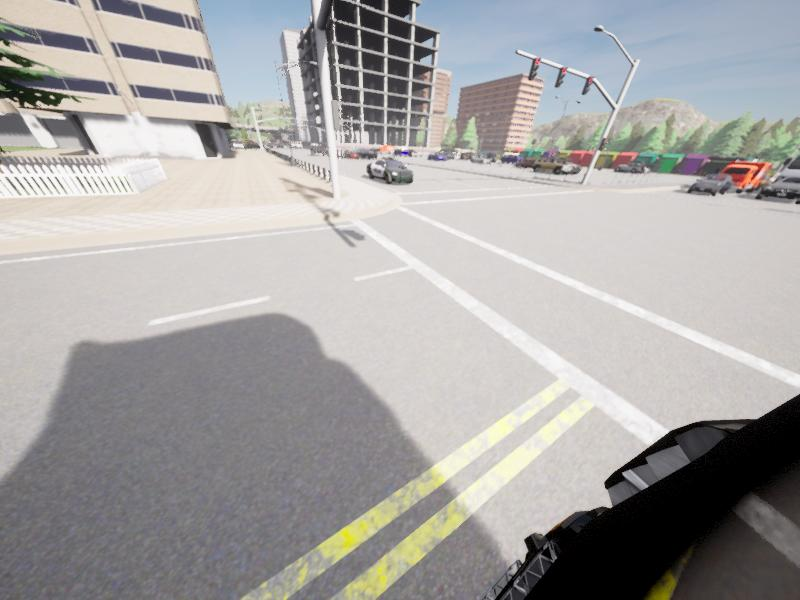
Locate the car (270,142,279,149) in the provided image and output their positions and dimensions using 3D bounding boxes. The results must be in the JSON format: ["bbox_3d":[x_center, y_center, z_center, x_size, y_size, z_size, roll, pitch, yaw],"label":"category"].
[{"bbox_3d":[-41.153,-50.530,75.648,2.033,1.649,4.856,-15,38,-26],"label":"car"}]

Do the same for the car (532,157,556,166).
[{"bbox_3d":[32.921,-31.724,52.916,1.784,1.438,3.905,-15,38,-26],"label":"car"}]

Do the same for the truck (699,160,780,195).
[{"bbox_3d":[31.689,-11.495,21.601,5.204,2.467,2.627,-15,37,-25],"label":"truck"}]

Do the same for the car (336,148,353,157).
[{"bbox_3d":[-12.500,-33.242,51.988,2.033,1.411,5.357,-15,38,-26],"label":"car"}]

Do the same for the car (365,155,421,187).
[{"bbox_3d":[-0.718,-9.651,17.125,2.038,1.542,4.974,-15,38,-25],"label":"car"}]

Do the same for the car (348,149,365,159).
[{"bbox_3d":[-8.924,-29.647,46.789,1.812,1.442,4.674,-16,38,-26],"label":"car"}]

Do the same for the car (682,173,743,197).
[{"bbox_3d":[25.701,-9.530,19.013,3.633,1.501,1.845,-15,37,-25],"label":"car"}]

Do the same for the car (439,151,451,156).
[{"bbox_3d":[17.845,-57.603,91.013,4.193,1.474,1.816,-16,38,-26],"label":"car"}]

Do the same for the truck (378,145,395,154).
[{"bbox_3d":[-4.753,-51.687,79.400,5.204,2.467,2.627,-16,38,-26],"label":"truck"}]

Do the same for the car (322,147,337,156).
[{"bbox_3d":[-15.258,-32.127,50.041,1.812,1.442,4.674,-15,38,-26],"label":"car"}]

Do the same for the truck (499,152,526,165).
[{"bbox_3d":[23.254,-29.323,47.975,2.069,2.038,4.478,-15,38,-26],"label":"truck"}]

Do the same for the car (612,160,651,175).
[{"bbox_3d":[38.979,-22.508,39.081,1.905,1.878,3.866,-15,38,-26],"label":"car"}]

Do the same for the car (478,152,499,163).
[{"bbox_3d":[20.117,-32.420,52.588,1.905,1.878,3.866,-15,38,-26],"label":"car"}]

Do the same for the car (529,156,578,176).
[{"bbox_3d":[19.366,-17.133,29.413,1.932,1.855,4.605,-15,38,-26],"label":"car"}]

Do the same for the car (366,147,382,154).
[{"bbox_3d":[-8.406,-48.151,74.407,4.892,1.490,1.837,-16,38,-26],"label":"car"}]

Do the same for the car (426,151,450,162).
[{"bbox_3d":[7.650,-28.873,46.551,2.242,1.667,4.611,-15,38,-26],"label":"car"}]

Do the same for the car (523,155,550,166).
[{"bbox_3d":[30.377,-31.238,51.600,1.932,1.855,4.605,-15,38,-26],"label":"car"}]

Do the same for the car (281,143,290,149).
[{"bbox_3d":[-38.977,-52.193,78.438,1.851,1.617,3.988,-15,38,-26],"label":"car"}]

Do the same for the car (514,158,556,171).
[{"bbox_3d":[21.111,-21.462,36.522,2.033,1.415,5.357,-15,38,-26],"label":"car"}]

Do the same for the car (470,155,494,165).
[{"bbox_3d":[15.699,-26.951,44.406,1.970,1.475,3.806,-15,38,-26],"label":"car"}]

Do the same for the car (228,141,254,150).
[{"bbox_3d":[-38.313,-37.290,55.804,4.974,1.542,2.038,-16,38,-26],"label":"car"}]

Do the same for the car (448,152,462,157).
[{"bbox_3d":[20.316,-53.829,85.539,4.902,1.511,2.128,-16,38,-26],"label":"car"}]

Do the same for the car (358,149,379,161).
[{"bbox_3d":[-5.724,-26.465,42.144,1.882,1.535,5.008,-16,38,-26],"label":"car"}]

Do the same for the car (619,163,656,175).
[{"bbox_3d":[41.495,-22.995,40.450,1.970,1.475,3.806,-15,38,-26],"label":"car"}]

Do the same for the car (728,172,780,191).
[{"bbox_3d":[38.241,-12.814,24.916,5.366,1.575,1.801,-14,37,-24],"label":"car"}]

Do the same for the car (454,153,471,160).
[{"bbox_3d":[15.843,-36.576,58.912,1.784,1.438,3.905,-15,38,-26],"label":"car"}]

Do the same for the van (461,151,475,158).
[{"bbox_3d":[24.798,-53.101,84.255,4.480,2.038,2.069,-16,38,-26],"label":"van"}]

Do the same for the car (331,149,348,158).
[{"bbox_3d":[-11.819,-28.598,45.110,1.895,1.301,4.718,-16,38,-26],"label":"car"}]

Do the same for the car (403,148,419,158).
[{"bbox_3d":[2.757,-37.238,58.504,1.932,1.855,4.605,-15,38,-26],"label":"car"}]

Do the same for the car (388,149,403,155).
[{"bbox_3d":[-1.616,-49.954,77.878,4.611,1.667,2.242,-16,38,-26],"label":"car"}]

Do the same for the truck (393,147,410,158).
[{"bbox_3d":[0.275,-36.589,57.157,2.069,2.038,4.478,-15,38,-26],"label":"truck"}]

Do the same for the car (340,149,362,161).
[{"bbox_3d":[-8.675,-25.505,40.512,2.163,1.488,4.792,-16,38,-26],"label":"car"}]

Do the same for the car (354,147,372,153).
[{"bbox_3d":[-12.098,-49.231,75.999,5.357,1.411,2.033,-16,38,-26],"label":"car"}]

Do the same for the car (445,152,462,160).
[{"bbox_3d":[13.321,-35.858,57.686,1.970,1.475,3.806,-15,38,-26],"label":"car"}]

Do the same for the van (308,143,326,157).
[{"bbox_3d":[-16.479,-29.710,45.753,2.069,2.038,4.480,-16,38,-26],"label":"van"}]

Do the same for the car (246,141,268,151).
[{"bbox_3d":[-33.828,-36.456,54.642,3.866,1.878,1.905,-16,38,-26],"label":"car"}]

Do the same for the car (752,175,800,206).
[{"bbox_3d":[29.926,-8.500,17.704,5.027,1.651,2.152,-15,38,-26],"label":"car"}]

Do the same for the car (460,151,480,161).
[{"bbox_3d":[18.164,-37.419,59.985,1.932,1.855,4.605,-15,38,-26],"label":"car"}]

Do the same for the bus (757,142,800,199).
[{"bbox_3d":[38.727,-11.775,20.961,10.273,4.253,3.944,-14,37,-24],"label":"bus"}]

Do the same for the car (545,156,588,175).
[{"bbox_3d":[21.912,-17.796,30.620,1.905,1.878,3.866,-15,38,-26],"label":"car"}]
